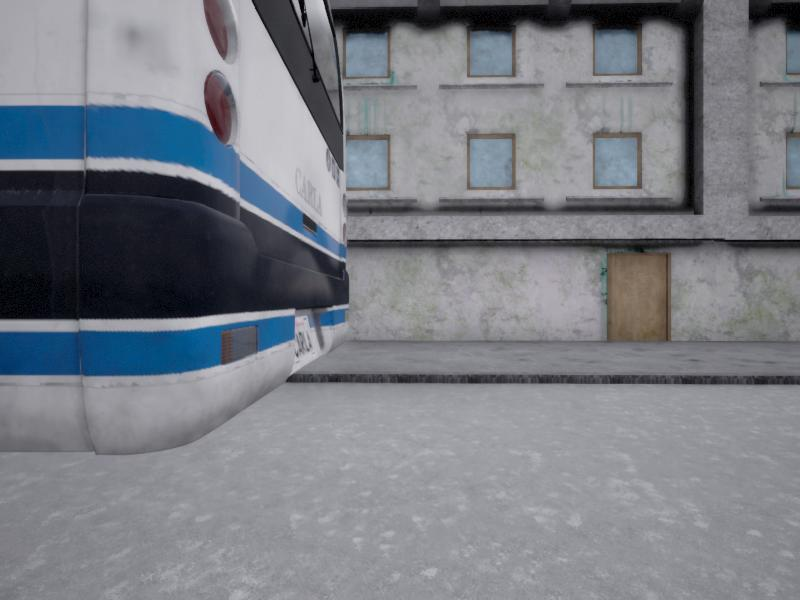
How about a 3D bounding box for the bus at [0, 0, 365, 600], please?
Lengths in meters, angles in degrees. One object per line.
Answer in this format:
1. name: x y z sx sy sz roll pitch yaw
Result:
1. bus: -5.575 -1.134 2.714 10.273 4.253 3.944 0 0 1
